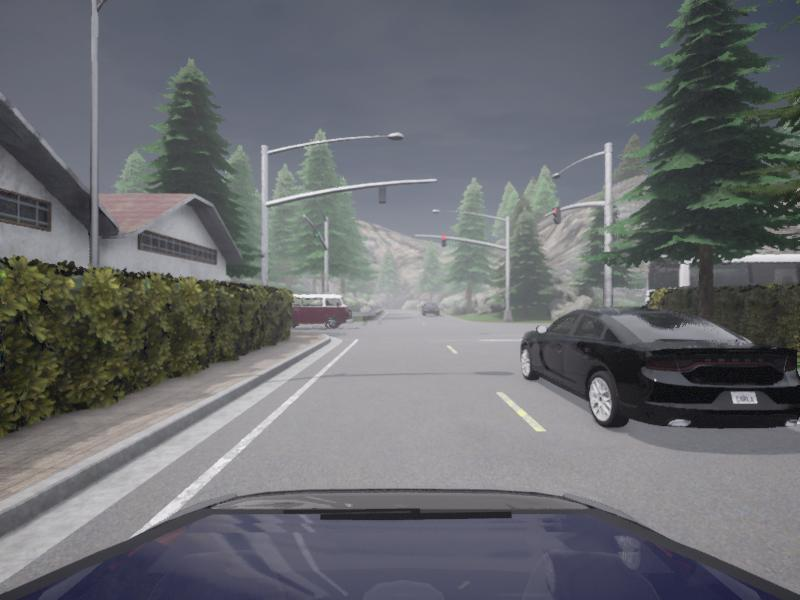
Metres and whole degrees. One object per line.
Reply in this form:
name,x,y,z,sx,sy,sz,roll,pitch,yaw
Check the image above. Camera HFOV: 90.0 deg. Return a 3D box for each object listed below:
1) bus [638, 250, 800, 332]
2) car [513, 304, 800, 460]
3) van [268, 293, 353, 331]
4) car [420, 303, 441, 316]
bus,19.901,-0.453,22.829,10.273,4.253,3.944,0,0,0
car,3.490,0.853,6.531,1.882,1.535,5.008,0,0,0
van,-5.030,0.658,23.006,4.480,2.038,2.069,0,0,-3
car,3.444,1.084,46.254,2.033,1.411,5.357,0,0,0
